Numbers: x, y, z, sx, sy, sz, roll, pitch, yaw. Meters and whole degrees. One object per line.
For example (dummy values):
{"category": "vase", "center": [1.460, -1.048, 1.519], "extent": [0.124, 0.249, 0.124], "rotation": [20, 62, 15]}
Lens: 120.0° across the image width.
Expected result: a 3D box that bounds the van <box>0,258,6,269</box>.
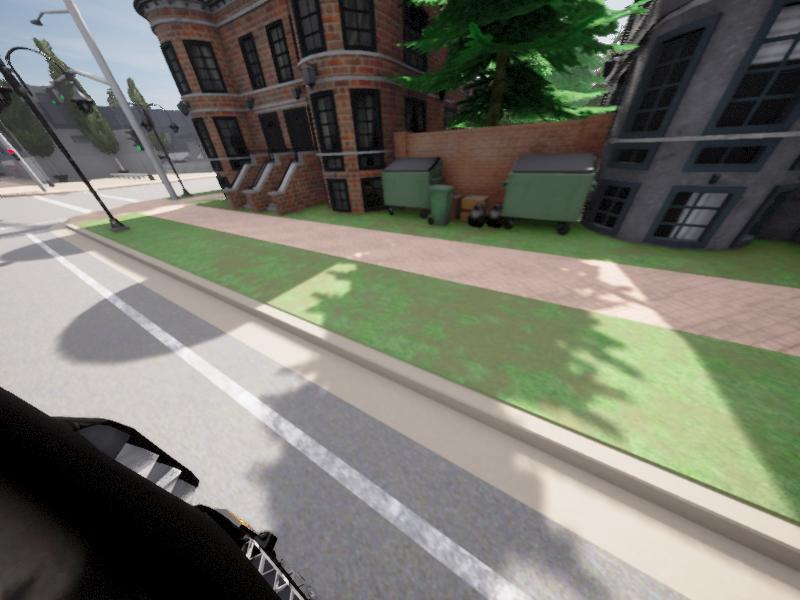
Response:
{"category": "van", "center": [-12.778, -1.780, 5.881], "extent": [4.442, 1.987, 1.775], "rotation": [16, 38, 26]}
